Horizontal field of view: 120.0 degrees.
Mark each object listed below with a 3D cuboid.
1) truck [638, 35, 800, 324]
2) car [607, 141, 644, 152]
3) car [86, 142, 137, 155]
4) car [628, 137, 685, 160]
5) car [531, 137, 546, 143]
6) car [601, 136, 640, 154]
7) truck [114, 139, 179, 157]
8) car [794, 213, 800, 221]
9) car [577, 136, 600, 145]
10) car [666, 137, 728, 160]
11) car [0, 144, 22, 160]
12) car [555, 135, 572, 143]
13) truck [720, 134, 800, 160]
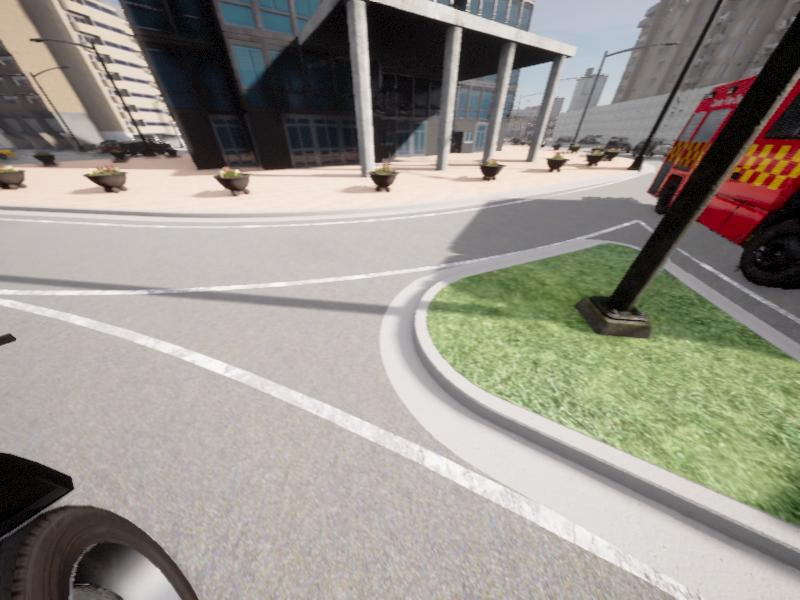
[{"bbox_3d":[8.856,-2.878,4.528,2.891,3.827,8.468,17,39,22],"label":"truck"},{"bbox_3d":[34.163,-23.439,35.190,1.895,1.301,4.718,5,36,8],"label":"car"},{"bbox_3d":[-48.150,-25.411,38.725,2.033,1.649,4.856,4,35,6],"label":"car"},{"bbox_3d":[27.984,-16.776,25.447,1.932,1.855,4.605,9,37,13],"label":"car"},{"bbox_3d":[40.773,-47.289,68.258,2.033,1.411,5.357,5,36,8],"label":"car"},{"bbox_3d":[29.743,-21.052,31.378,1.905,1.878,3.866,7,36,10],"label":"car"},{"bbox_3d":[-38.133,-23.189,35.124,2.390,2.098,6.274,4,35,6],"label":"truck"},{"bbox_3d":[12.173,-1.584,4.634,1.801,1.575,5.366,16,39,21],"label":"car"},{"bbox_3d":[45.407,-38.549,55.845,2.242,1.667,4.611,5,36,8],"label":"car"},{"bbox_3d":[31.277,-16.149,24.547,1.905,1.878,3.866,9,37,12],"label":"car"},{"bbox_3d":[-50.023,-17.390,27.278,1.801,1.575,5.366,4,35,6],"label":"car"},{"bbox_3d":[47.732,-46.984,67.467,2.097,1.767,4.553,5,36,8],"label":"car"},{"bbox_3d":[40.121,-16.598,24.950,2.390,2.098,6.274,-1,36,-1],"label":"truck"}]
